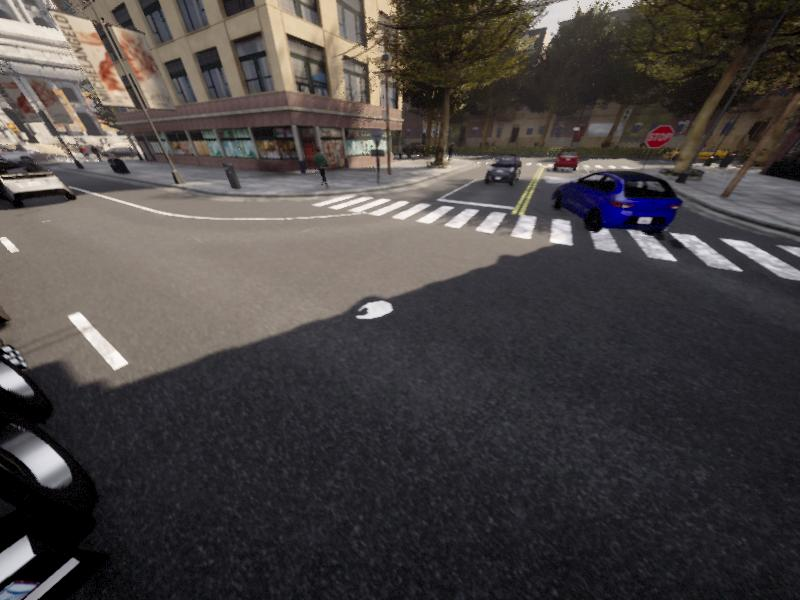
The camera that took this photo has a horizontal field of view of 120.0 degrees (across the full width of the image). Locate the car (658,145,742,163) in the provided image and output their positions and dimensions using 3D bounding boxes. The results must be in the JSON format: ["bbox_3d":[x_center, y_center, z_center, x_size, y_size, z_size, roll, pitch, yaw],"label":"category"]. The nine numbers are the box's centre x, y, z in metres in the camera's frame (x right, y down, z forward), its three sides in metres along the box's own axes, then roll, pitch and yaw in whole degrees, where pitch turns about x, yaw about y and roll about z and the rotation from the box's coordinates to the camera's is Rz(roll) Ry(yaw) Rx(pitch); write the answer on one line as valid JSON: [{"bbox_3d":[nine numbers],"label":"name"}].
[{"bbox_3d":[33.233,-16.438,25.916,5.366,1.575,1.801,18,39,24],"label":"car"}]

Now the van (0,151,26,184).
[{"bbox_3d":[-28.498,-9.241,15.856,4.442,1.987,1.775,18,39,24],"label":"van"}]

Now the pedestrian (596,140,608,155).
[{"bbox_3d":[30.908,-23.385,35.375,0.751,1.860,0.751,17,39,24],"label":"pedestrian"}]

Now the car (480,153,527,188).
[{"bbox_3d":[6.421,-8.084,14.229,1.845,1.501,3.633,17,38,23],"label":"car"}]

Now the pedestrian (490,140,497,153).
[{"bbox_3d":[17.278,-28.284,42.560,0.751,1.860,0.751,18,39,24],"label":"pedestrian"}]

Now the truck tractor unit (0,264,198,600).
[{"bbox_3d":[-5.118,-0.292,0.780,6.516,4.208,3.053,18,39,24],"label":"truck tractor unit"}]

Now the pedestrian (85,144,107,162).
[{"bbox_3d":[-38.393,-18.585,29.193,0.751,1.860,0.751,20,40,27],"label":"pedestrian"}]

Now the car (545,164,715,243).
[{"bbox_3d":[6.646,-3.373,7.501,1.816,1.474,4.193,5,35,8],"label":"car"}]

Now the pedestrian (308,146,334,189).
[{"bbox_3d":[-4.087,-6.890,12.024,0.751,1.860,0.751,-24,41,-29],"label":"pedestrian"}]

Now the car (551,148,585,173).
[{"bbox_3d":[14.371,-12.123,19.932,1.789,1.549,3.705,17,39,23],"label":"car"}]

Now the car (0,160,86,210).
[{"bbox_3d":[-17.261,-5.435,10.671,4.514,1.525,2.007,18,39,24],"label":"car"}]

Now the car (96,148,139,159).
[{"bbox_3d":[-47.876,-24.987,39.236,1.994,1.385,4.181,18,39,25],"label":"car"}]

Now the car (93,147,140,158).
[{"bbox_3d":[-50.456,-26.462,41.285,2.163,1.488,4.792,18,39,25],"label":"car"}]

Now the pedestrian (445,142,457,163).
[{"bbox_3d":[5.355,-15.632,24.494,0.751,1.860,0.751,29,44,35],"label":"pedestrian"}]

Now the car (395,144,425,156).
[{"bbox_3d":[1.782,-26.589,40.874,5.008,1.535,1.882,18,39,24],"label":"car"}]

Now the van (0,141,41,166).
[{"bbox_3d":[-48.299,-17.062,26.921,2.351,2.431,6.366,18,39,25],"label":"van"}]
